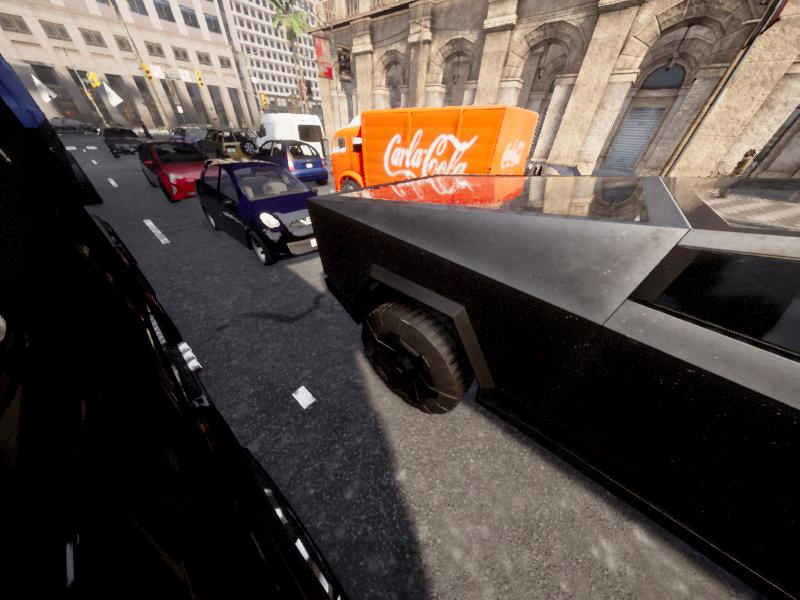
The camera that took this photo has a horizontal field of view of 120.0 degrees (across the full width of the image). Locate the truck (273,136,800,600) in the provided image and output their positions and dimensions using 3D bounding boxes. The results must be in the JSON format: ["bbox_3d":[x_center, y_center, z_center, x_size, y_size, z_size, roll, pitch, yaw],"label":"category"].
[{"bbox_3d":[2.231,0.432,1.454,6.274,2.098,2.390,28,44,30],"label":"truck"}]

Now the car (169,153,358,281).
[{"bbox_3d":[-2.883,-2.078,4.960,3.633,1.501,1.845,28,44,30],"label":"car"}]

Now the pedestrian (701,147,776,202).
[{"bbox_3d":[14.084,-5.259,9.708,0.751,1.860,0.751,23,41,25],"label":"pedestrian"}]

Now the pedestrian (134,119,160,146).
[{"bbox_3d":[-21.819,-14.413,19.928,0.751,1.860,0.751,32,46,33],"label":"pedestrian"}]

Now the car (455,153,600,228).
[{"bbox_3d":[4.038,-3.862,7.778,3.633,1.501,1.845,28,44,30],"label":"car"}]

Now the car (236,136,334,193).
[{"bbox_3d":[-4.978,-5.994,9.994,3.988,1.617,1.851,28,44,30],"label":"car"}]

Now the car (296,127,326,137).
[{"bbox_3d":[-17.246,-32.664,44.955,2.163,1.488,4.792,28,44,30],"label":"car"}]

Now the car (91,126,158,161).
[{"bbox_3d":[-17.604,-10.071,14.739,4.892,1.490,1.837,29,44,31],"label":"car"}]

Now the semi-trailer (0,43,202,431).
[{"bbox_3d":[-8.694,-3.610,4.228,14.254,4.402,2.717,28,44,30],"label":"semi-trailer"}]

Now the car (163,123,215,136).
[{"bbox_3d":[-31.968,-25.966,35.151,2.033,1.411,5.357,28,44,30],"label":"car"}]

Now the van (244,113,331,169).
[{"bbox_3d":[-7.283,-10.371,14.919,5.915,2.561,1.988,28,44,30],"label":"van"}]

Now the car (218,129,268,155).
[{"bbox_3d":[-12.781,-12.897,18.789,3.633,1.501,1.845,29,44,30],"label":"car"}]

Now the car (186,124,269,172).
[{"bbox_3d":[-9.753,-8.677,13.051,4.605,1.855,1.932,28,44,30],"label":"car"}]

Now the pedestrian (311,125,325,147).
[{"bbox_3d":[-8.712,-17.420,24.518,0.751,1.860,0.751,22,41,24],"label":"pedestrian"}]

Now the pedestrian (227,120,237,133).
[{"bbox_3d":[-30.856,-31.915,42.484,0.751,1.860,0.751,-3,37,-8],"label":"pedestrian"}]

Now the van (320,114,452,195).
[{"bbox_3d":[-0.890,-6.925,10.719,5.915,2.561,1.988,28,44,30],"label":"van"}]

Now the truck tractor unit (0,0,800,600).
[{"bbox_3d":[-2.645,-0.295,0.351,6.516,4.208,3.053,28,44,30],"label":"truck tractor unit"}]

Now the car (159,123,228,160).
[{"bbox_3d":[-14.384,-11.116,16.088,4.553,1.767,2.097,28,44,30],"label":"car"}]

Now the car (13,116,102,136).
[{"bbox_3d":[-37.441,-19.150,25.495,1.930,1.638,5.238,28,44,30],"label":"car"}]

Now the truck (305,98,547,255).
[{"bbox_3d":[0.335,-3.505,6.244,5.204,2.467,2.627,27,43,31],"label":"truck"}]

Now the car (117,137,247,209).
[{"bbox_3d":[-7.661,-4.660,8.110,4.514,1.525,2.007,28,44,30],"label":"car"}]
